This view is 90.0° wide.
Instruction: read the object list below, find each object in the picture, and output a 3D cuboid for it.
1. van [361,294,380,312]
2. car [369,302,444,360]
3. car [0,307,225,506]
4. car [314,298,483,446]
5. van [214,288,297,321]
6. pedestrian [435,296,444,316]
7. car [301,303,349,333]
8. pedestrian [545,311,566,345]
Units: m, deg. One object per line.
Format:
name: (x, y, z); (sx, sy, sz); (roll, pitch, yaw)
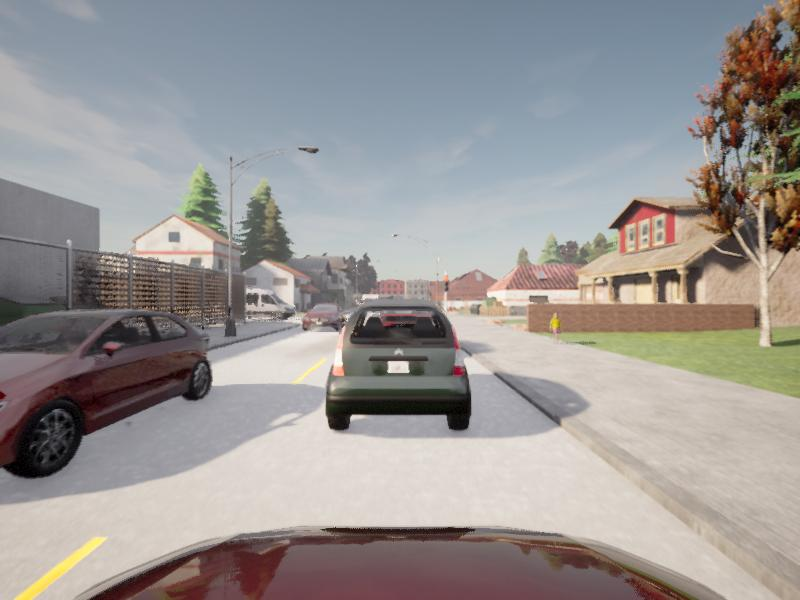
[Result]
van: (-4.143, 0.416, 57.559); (2.351, 2.431, 6.366); (0, 0, 0)
car: (0.105, 0.837, 12.878); (2.007, 1.525, 4.514); (0, 0, -2)
car: (-4.001, 0.858, 4.977); (1.816, 1.474, 4.193); (0, 0, 0)
car: (-0.016, 0.793, 6.373); (1.851, 1.617, 3.988); (0, 0, 0)
van: (-11.457, 0.344, 32.037); (5.915, 2.561, 1.988); (0, 0, -1)
pedestrian: (3.678, 0.558, 37.365); (0.751, 1.860, 0.751); (0, 0, -4)
car: (-3.971, 0.885, 21.836); (1.812, 1.442, 4.674); (0, 0, -1)
pedestrian: (5.143, 0.922, 13.238); (0.500, 1.100, 0.500); (0, 0, 0)
